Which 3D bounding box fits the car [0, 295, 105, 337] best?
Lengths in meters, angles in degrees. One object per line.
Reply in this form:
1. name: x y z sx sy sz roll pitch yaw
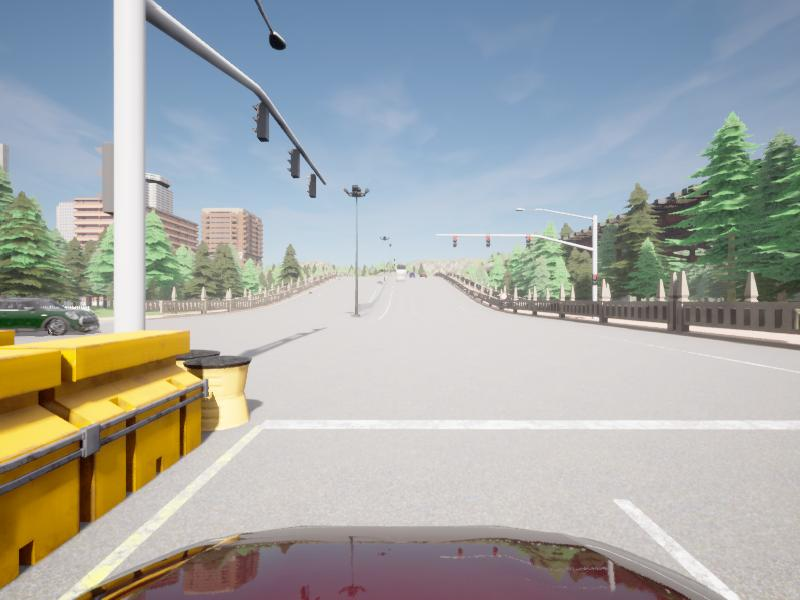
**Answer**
1. car: -16.451 0.691 18.110 4.553 1.767 2.097 0 0 -9
